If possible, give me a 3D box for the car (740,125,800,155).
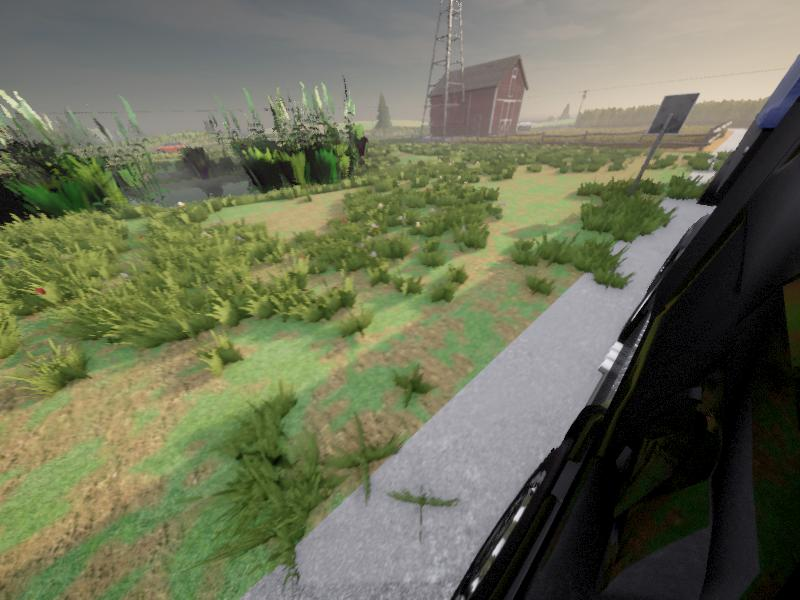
[{"bbox_3d":[24.481,-10.616,15.244,4.718,1.301,1.895,-29,44,-31],"label":"car"}]

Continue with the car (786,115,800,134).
[{"bbox_3d":[44.853,-19.163,25.079,4.611,1.667,2.242,-28,43,-30],"label":"car"}]

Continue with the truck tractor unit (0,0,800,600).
[{"bbox_3d":[2.645,-0.295,0.351,6.516,4.208,3.053,-28,44,-30],"label":"truck tractor unit"}]

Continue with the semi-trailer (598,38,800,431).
[{"bbox_3d":[8.703,-3.598,4.228,14.254,4.402,2.717,-28,44,-30],"label":"semi-trailer"}]

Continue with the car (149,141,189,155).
[{"bbox_3d":[-40.088,-26.517,40.284,4.553,1.767,2.097,-24,41,-25],"label":"car"}]
